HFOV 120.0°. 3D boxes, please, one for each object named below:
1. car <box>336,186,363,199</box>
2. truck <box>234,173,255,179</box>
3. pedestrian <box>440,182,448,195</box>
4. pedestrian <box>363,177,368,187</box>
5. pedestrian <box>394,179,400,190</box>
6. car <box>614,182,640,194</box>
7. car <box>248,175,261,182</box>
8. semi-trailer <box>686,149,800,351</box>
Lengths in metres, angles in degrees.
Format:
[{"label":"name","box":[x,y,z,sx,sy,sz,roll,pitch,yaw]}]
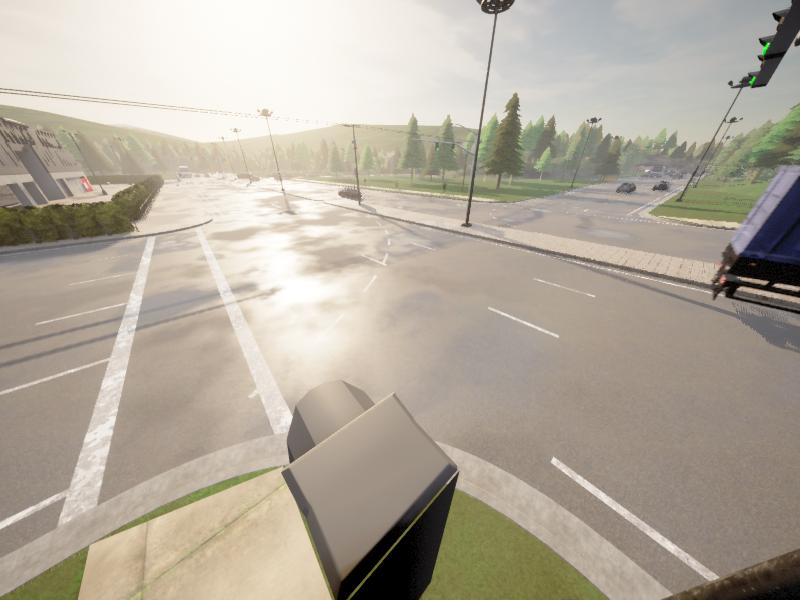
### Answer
[{"label":"car","box":[-7.633,-16.120,34.658,1.994,1.385,4.181,-23,37,-34]},{"label":"truck","box":[-58.232,-46.474,86.498,6.274,2.098,2.390,5,30,9]},{"label":"pedestrian","box":[6.890,-17.294,35.847,0.751,1.860,0.751,-22,36,-33]},{"label":"pedestrian","box":[-7.677,-26.131,51.152,0.751,1.860,0.751,-22,37,-33]},{"label":"pedestrian","box":[-0.586,-21.835,43.712,0.751,1.860,0.751,-22,37,-33]},{"label":"car","box":[40.613,-20.103,41.297,4.856,1.649,2.033,-23,37,-34]},{"label":"car","box":[-46.582,-38.900,73.861,2.152,1.651,5.027,-23,37,-34]},{"label":"semi-trailer","box":[14.578,0.858,2.197,2.717,4.402,14.254,-24,38,-35]}]
